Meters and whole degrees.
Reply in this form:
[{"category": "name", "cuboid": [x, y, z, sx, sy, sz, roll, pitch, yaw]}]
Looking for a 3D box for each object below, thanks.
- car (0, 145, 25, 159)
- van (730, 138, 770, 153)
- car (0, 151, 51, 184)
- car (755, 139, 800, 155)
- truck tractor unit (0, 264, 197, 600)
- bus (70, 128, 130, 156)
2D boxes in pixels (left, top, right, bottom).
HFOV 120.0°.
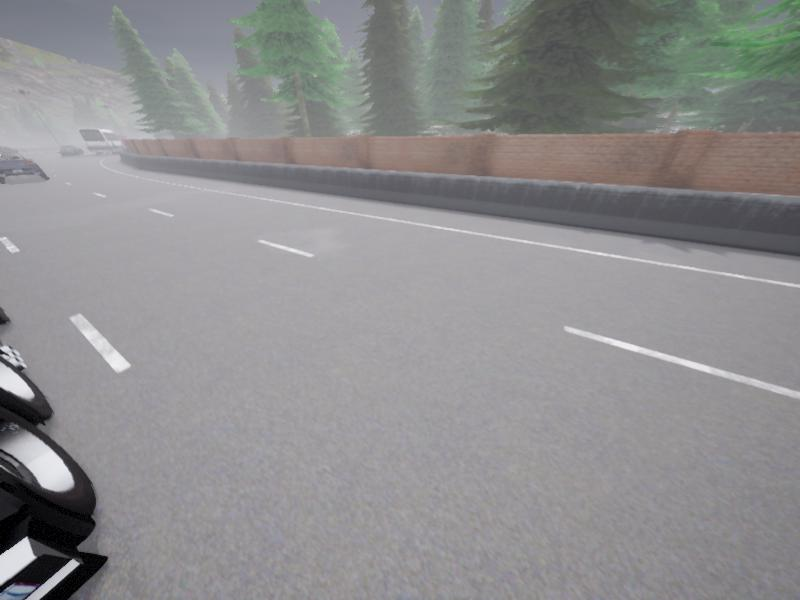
[{"category": "car", "cuboid": [-63.889, -23.894, 37.237, 1.932, 1.855, 4.605, -24, 41, -30]}, {"category": "van", "cuboid": [59.466, -26.440, 39.381, 1.775, 1.987, 4.442, 18, 39, 25]}, {"category": "car", "cuboid": [-27.902, -9.672, 16.717, 5.027, 1.651, 2.152, 22, 41, 28]}, {"category": "car", "cuboid": [55.366, -22.415, 33.733, 1.932, 1.855, 4.605, 19, 39, 25]}, {"category": "truck tractor unit", "cuboid": [-5.112, -0.300, 0.781, 6.516, 4.208, 3.053, 18, 39, 24]}, {"category": "bus", "cuboid": [-60.293, -32.141, 46.965, 3.944, 4.253, 10.273, -21, 40, -27]}]
